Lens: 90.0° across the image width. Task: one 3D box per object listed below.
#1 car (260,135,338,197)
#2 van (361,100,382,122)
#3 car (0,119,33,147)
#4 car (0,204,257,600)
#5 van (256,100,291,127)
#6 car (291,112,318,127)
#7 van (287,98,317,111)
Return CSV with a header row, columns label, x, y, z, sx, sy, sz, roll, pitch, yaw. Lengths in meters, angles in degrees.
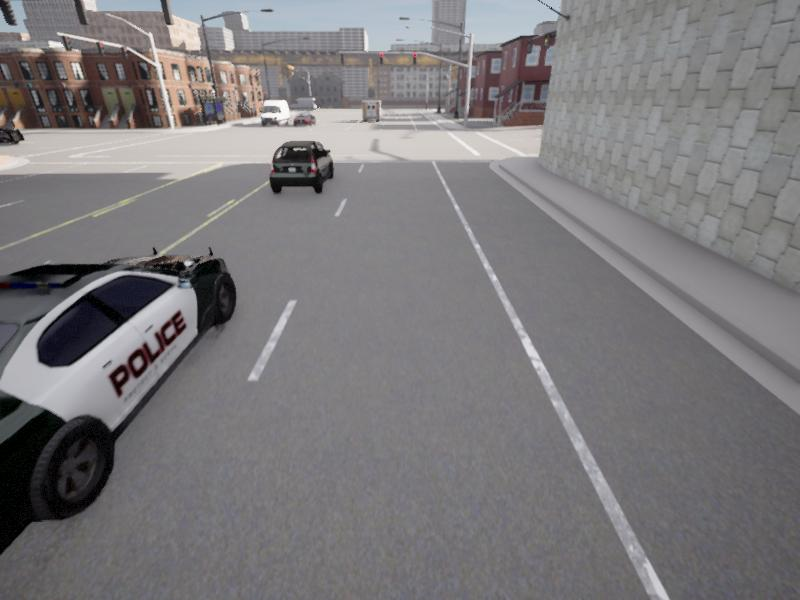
label,x,y,z,sx,sy,sz,roll,pitch,yaw
car,-3.561,-5.115,14.917,1.851,1.617,3.988,0,27,0
van,-3.654,-25.062,53.014,2.351,2.431,6.366,0,27,0
car,-28.946,-11.486,27.478,5.238,1.638,1.930,0,27,0
car,-3.511,0.305,4.396,2.038,1.542,4.974,0,27,0
van,-14.157,-21.158,45.318,1.988,2.561,5.915,0,27,0
car,-10.647,-20.255,44.818,1.994,1.385,4.181,0,27,0
van,-21.727,-43.543,89.125,5.915,2.561,1.988,3,27,6
